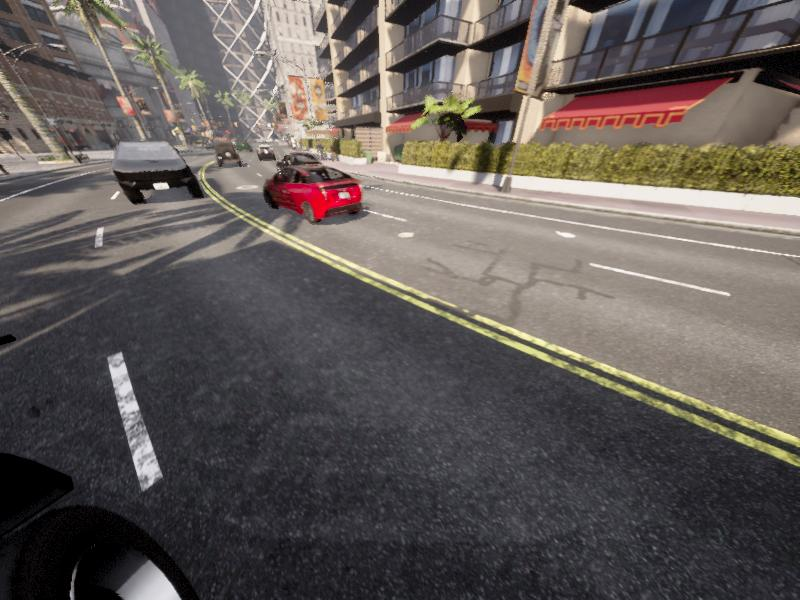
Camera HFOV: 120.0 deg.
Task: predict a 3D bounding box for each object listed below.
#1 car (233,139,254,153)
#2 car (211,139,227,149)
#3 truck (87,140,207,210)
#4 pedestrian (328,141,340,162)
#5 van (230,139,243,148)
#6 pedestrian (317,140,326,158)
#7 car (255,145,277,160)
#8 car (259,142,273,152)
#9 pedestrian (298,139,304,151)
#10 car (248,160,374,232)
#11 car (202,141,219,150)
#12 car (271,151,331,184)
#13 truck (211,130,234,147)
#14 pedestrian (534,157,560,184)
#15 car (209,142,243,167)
[{"bbox_3d":[-28.773,-28.577,42.731,2.150,2.045,5.566,-13,37,-19],"label":"car"},{"bbox_3d":[-44.449,-38.357,56.743,2.097,1.767,4.553,-15,38,-21],"label":"car"},{"bbox_3d":[-11.154,-6.063,10.659,2.390,2.098,6.274,-25,42,-31],"label":"truck"},{"bbox_3d":[-7.003,-15.721,24.484,0.751,1.860,0.751,-15,38,-21],"label":"pedestrian"},{"bbox_3d":[-42.412,-40.661,59.906,1.775,1.987,4.442,-15,38,-21],"label":"van"},{"bbox_3d":[-10.194,-19.578,29.968,0.751,1.860,0.751,-15,38,-21],"label":"pedestrian"},{"bbox_3d":[-16.939,-18.660,29.186,1.970,1.475,3.806,-15,38,-22],"label":"car"},{"bbox_3d":[-26.396,-30.233,45.530,1.851,1.617,3.988,-15,38,-21],"label":"car"},{"bbox_3d":[-19.931,-31.214,46.510,0.751,1.860,0.751,-15,38,-21],"label":"pedestrian"},{"bbox_3d":[-3.238,-3.950,8.253,4.514,1.525,2.007,28,43,34],"label":"car"},{"bbox_3d":[-39.847,-32.594,48.737,1.789,1.549,3.705,-15,38,-21],"label":"car"},{"bbox_3d":[-6.715,-8.966,15.423,1.837,1.490,4.892,-26,43,-32],"label":"car"},{"bbox_3d":[-48.918,-44.708,63.997,2.891,3.827,8.468,-15,38,-21],"label":"truck"},{"bbox_3d":[8.782,-7.761,13.829,0.751,1.300,0.751,28,43,33],"label":"pedestrian"},{"bbox_3d":[-16.643,-14.107,22.295,1.905,1.878,3.866,-18,39,-24],"label":"car"}]
